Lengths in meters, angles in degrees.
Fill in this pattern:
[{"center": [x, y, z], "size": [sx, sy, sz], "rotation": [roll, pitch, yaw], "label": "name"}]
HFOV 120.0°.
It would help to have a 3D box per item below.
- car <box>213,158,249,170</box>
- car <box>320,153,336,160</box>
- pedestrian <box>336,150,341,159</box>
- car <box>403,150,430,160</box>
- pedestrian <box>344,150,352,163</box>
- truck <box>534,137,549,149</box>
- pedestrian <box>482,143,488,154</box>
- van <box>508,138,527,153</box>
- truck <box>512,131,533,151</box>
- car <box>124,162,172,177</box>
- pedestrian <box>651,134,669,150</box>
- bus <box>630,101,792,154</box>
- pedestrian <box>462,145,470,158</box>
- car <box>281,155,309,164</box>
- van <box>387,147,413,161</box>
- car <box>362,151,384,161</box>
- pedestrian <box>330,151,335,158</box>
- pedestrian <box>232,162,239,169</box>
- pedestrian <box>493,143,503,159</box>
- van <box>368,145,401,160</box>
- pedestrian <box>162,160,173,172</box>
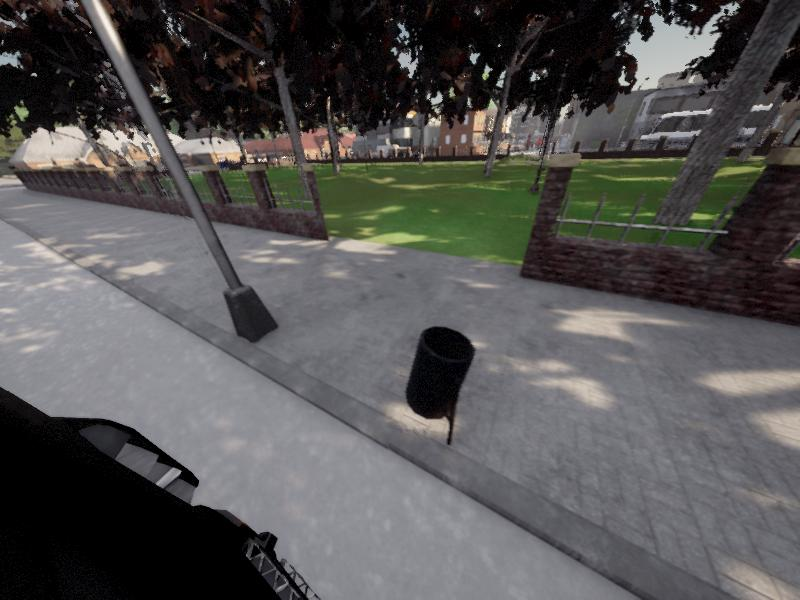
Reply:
[{"center": [-31.619, -25.616, 43.502], "size": [1.882, 1.535, 5.008], "rotation": [15, 38, 25], "label": "car"}, {"center": [-20.749, -41.491, 66.672], "size": [1.994, 1.385, 4.181], "rotation": [15, 38, 25], "label": "car"}, {"center": [-16.567, -39.175, 62.216], "size": [0.751, 1.860, 0.751], "rotation": [22, 41, 32], "label": "pedestrian"}, {"center": [3.181, -28.012, 44.627], "size": [4.718, 1.301, 1.895], "rotation": [17, 39, 27], "label": "car"}, {"center": [-9.438, -26.052, 41.916], "size": [0.751, 1.860, 0.751], "rotation": [15, 38, 25], "label": "pedestrian"}, {"center": [38.367, -42.414, 62.507], "size": [2.627, 2.467, 5.204], "rotation": [15, 38, 25], "label": "truck"}, {"center": [17.059, -30.379, 46.352], "size": [0.751, 1.860, 0.751], "rotation": [26, 43, 36], "label": "pedestrian"}, {"center": [25.089, -32.978, 49.371], "size": [2.351, 2.431, 6.366], "rotation": [16, 38, 26], "label": "van"}, {"center": [30.577, -39.443, 57.405], "size": [2.891, 3.827, 8.468], "rotation": [16, 38, 26], "label": "truck"}, {"center": [-40.412, -21.039, 37.183], "size": [2.242, 1.667, 4.611], "rotation": [16, 38, 26], "label": "car"}, {"center": [37.294, -22.600, 33.111], "size": [0.751, 1.860, 0.751], "rotation": [-4, 34, -1], "label": "pedestrian"}, {"center": [36.166, -20.478, 28.078], "size": [10.273, 4.253, 3.944], "rotation": [15, 38, 25], "label": "bus"}, {"center": [11.502, -25.910, 40.265], "size": [0.751, 1.860, 0.751], "rotation": [20, 40, 31], "label": "pedestrian"}, {"center": [-23.879, -31.833, 52.376], "size": [5.357, 1.411, 2.033], "rotation": [-20, 37, -23], "label": "car"}, {"center": [-0.029, -26.718, 42.307], "size": [4.442, 1.987, 1.775], "rotation": [14, 37, 23], "label": "van"}, {"center": [-5.241, -27.982, 45.022], "size": [3.633, 1.501, 1.845], "rotation": [14, 37, 24], "label": "car"}, {"center": [-21.743, -46.885, 74.179], "size": [0.751, 1.860, 0.751], "rotation": [10, 36, 19], "label": "pedestrian"}, {"center": [-28.211, -23.066, 39.570], "size": [0.500, 1.100, 0.500], "rotation": [15, 38, 25], "label": "pedestrian"}, {"center": [13.938, -21.254, 32.895], "size": [0.751, 1.860, 0.751], "rotation": [22, 41, 33], "label": "pedestrian"}, {"center": [-3.265, -30.440, 47.752], "size": [6.366, 2.431, 2.351], "rotation": [15, 38, 25], "label": "van"}, {"center": [-42.090, -24.316, 41.835], "size": [0.751, 1.860, 0.751], "rotation": [-26, 40, -31], "label": "pedestrian"}]
